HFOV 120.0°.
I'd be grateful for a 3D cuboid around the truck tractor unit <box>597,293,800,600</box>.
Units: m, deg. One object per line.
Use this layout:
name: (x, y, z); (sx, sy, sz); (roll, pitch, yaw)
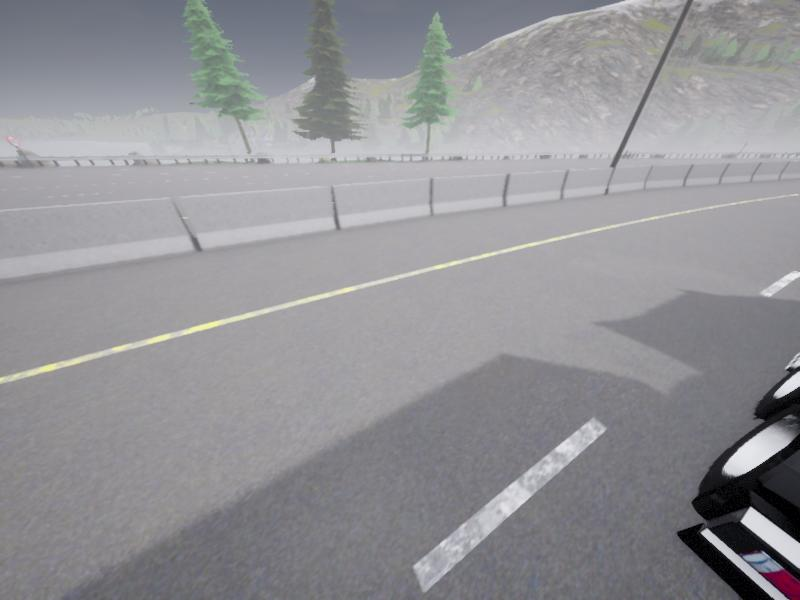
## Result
truck tractor unit: (5.166, -0.240, 0.711); (6.516, 4.208, 3.053); (-16, 38, -22)
